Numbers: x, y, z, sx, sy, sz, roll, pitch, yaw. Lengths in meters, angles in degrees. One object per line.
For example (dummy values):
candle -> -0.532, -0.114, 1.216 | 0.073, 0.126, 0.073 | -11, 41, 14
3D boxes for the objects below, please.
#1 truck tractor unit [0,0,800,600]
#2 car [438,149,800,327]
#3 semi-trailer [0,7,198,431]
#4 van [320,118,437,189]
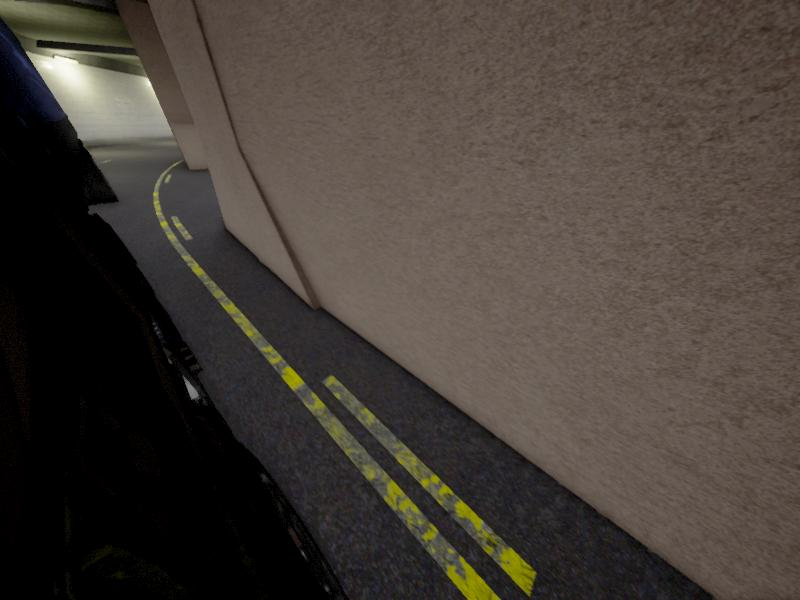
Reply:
truck tractor unit -> -2.645, -0.295, 0.351 | 6.516, 4.208, 3.053 | 28, 44, 30
car -> 3.341, -1.713, 4.614 | 4.605, 1.855, 1.932 | 29, 44, 31
semi-trailer -> -8.529, -3.717, 4.383 | 14.254, 4.402, 2.717 | 30, 45, 31
van -> -1.415, -7.864, 12.083 | 2.351, 2.431, 6.366 | -26, 45, -33
